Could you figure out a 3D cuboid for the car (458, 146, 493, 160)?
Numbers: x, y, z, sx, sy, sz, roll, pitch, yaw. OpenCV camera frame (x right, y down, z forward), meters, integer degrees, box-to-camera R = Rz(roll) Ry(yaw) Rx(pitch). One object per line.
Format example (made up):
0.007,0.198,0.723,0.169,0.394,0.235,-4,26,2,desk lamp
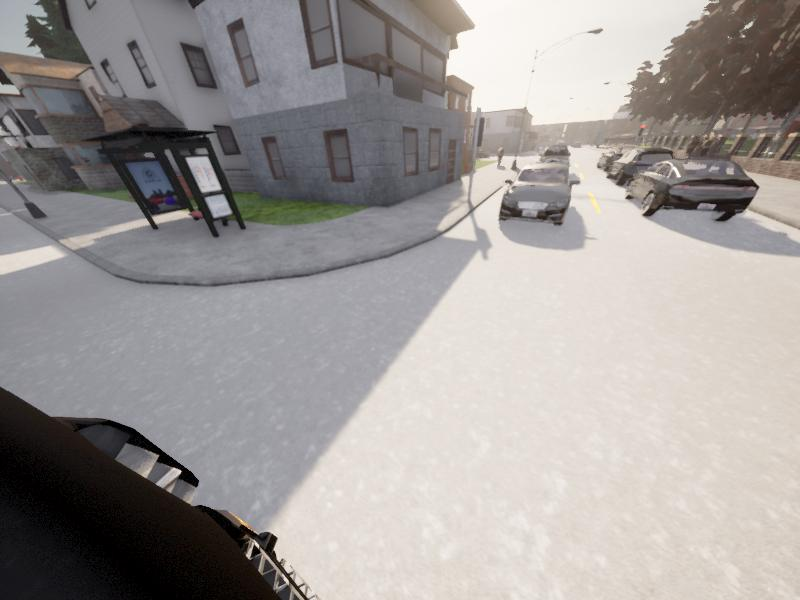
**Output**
12.019,-23.556,37.085,4.856,1.649,2.033,16,38,27,car

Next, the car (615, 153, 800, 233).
9.182,-3.806,7.614,2.128,1.511,4.902,16,38,26,car

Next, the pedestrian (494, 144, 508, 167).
9.862,-14.152,22.606,0.751,1.860,0.751,16,38,26,pedestrian

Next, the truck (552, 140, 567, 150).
40.840,-39.720,59.157,2.390,2.098,6.274,16,38,26,truck

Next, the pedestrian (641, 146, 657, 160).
23.490,-13.868,21.803,0.500,1.100,0.500,1,34,6,pedestrian

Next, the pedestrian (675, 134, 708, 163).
23.270,-12.115,18.485,0.751,1.860,0.751,16,38,26,pedestrian

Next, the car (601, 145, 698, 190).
12.711,-7.148,12.272,2.033,1.649,4.856,15,37,25,car

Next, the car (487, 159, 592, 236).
4.798,-3.832,8.002,2.128,1.511,4.902,16,38,26,car

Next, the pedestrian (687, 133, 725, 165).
21.917,-10.791,16.596,0.751,1.860,0.751,15,38,25,pedestrian

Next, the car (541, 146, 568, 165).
16.334,-15.288,24.390,1.837,1.490,4.892,16,37,26,car

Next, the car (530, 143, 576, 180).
10.664,-9.701,16.051,1.932,1.855,4.605,16,39,27,car

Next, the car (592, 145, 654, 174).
16.195,-10.490,17.143,2.128,1.511,4.902,14,37,24,car

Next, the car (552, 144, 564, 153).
34.151,-32.783,49.816,1.812,1.442,4.674,16,38,26,car
